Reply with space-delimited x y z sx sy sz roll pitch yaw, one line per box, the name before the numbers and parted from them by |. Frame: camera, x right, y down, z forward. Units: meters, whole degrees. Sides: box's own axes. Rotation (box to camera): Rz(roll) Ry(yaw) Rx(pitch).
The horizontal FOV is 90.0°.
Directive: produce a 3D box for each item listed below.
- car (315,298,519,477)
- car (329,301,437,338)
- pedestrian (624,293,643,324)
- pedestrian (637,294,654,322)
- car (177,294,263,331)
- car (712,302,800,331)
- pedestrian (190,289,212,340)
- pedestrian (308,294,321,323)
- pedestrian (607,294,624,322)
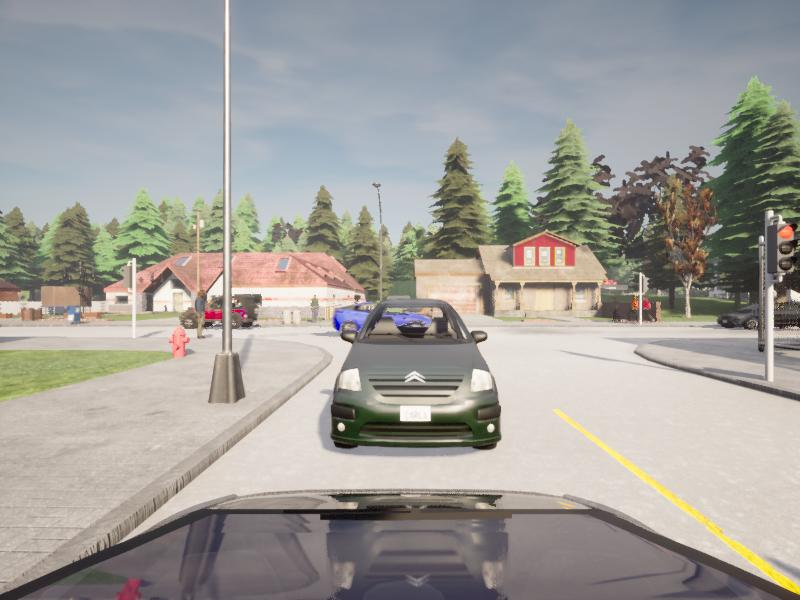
car | 0.190 0.788 5.622 1.851 1.617 3.988 0 0 1
car | -0.704 0.828 17.725 4.514 1.525 2.007 0 0 1
pedestrian | 14.453 0.533 24.777 0.751 1.860 0.751 0 0 4
pedestrian | 16.318 0.533 26.587 0.751 1.860 0.751 0 0 9
car | -9.758 0.647 21.877 3.866 1.878 1.905 0 0 2
car | 19.406 0.854 21.286 4.193 1.474 1.816 0 0 1
pedestrian | -7.594 0.534 15.250 0.751 1.860 0.751 0 0 -28
pedestrian | -5.507 0.533 25.747 0.751 1.860 0.751 0 0 -13
pedestrian | 14.293 0.533 26.551 0.751 1.860 0.751 0 0 4
